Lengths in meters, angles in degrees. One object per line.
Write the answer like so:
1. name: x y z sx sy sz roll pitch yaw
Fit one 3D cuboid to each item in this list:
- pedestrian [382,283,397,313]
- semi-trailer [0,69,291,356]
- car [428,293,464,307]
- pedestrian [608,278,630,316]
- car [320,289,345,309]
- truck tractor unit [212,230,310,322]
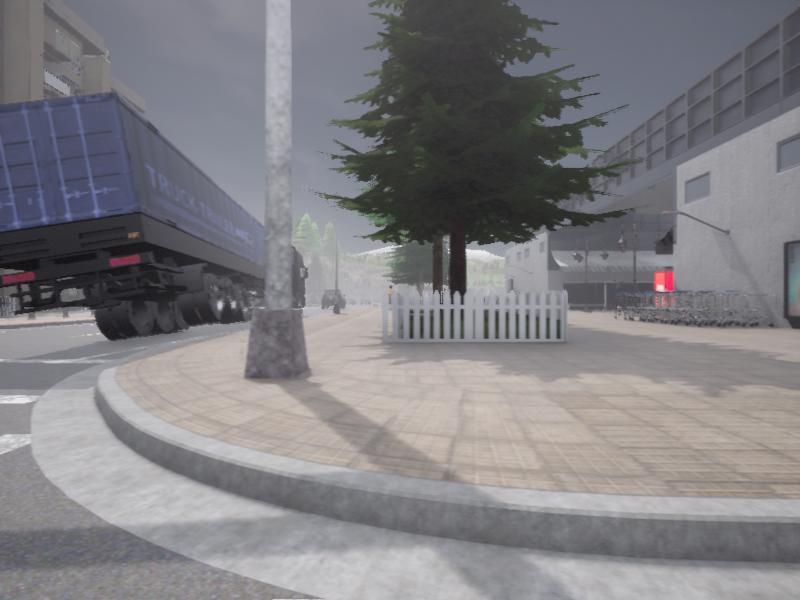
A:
1. pedestrian: -0.650 -0.112 25.681 0.751 1.860 0.751 0 0 -21
2. semi-trailer: -6.558 -1.327 13.661 2.717 4.402 14.254 -11 0 -7
3. car: 6.146 0.045 53.728 4.605 1.855 1.932 0 0 1
4. pedestrian: 10.763 -0.145 19.641 0.751 1.860 0.751 0 0 45
5. car: -7.264 -0.039 43.781 2.150 2.045 5.566 0 -1 -4
6. truck tractor unit: -7.066 -1.116 21.535 3.053 4.208 6.516 0 0 0
